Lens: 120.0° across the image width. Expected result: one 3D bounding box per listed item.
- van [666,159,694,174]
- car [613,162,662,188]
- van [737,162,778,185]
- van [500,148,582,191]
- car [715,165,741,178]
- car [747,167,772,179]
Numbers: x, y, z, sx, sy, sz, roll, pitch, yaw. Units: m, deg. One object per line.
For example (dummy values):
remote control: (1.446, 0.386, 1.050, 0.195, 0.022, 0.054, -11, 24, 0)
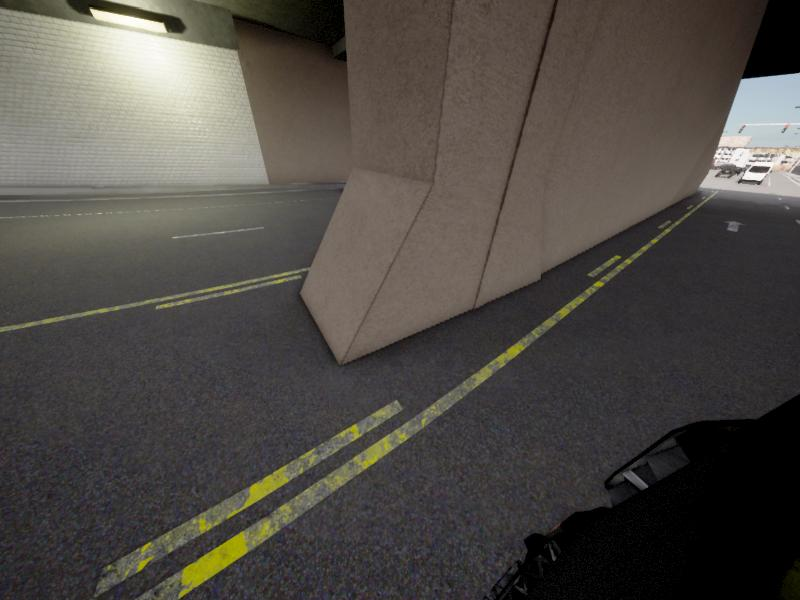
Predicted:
van: (60.355, -28.753, 49.770, 6.366, 2.431, 2.351, -21, 40, -31)
car: (22.647, -11.941, 22.017, 4.605, 1.855, 1.932, -21, 40, -32)
van: (49.952, -17.778, 32.306, 5.915, 2.561, 1.988, -20, 40, -30)
van: (10.958, -10.101, 17.846, 6.366, 2.431, 2.351, -21, 40, -32)
car: (60.709, -23.803, 42.807, 3.866, 1.878, 1.905, -20, 40, -30)
car: (72.215, -25.596, 46.395, 3.866, 1.878, 1.905, -20, 40, -30)
